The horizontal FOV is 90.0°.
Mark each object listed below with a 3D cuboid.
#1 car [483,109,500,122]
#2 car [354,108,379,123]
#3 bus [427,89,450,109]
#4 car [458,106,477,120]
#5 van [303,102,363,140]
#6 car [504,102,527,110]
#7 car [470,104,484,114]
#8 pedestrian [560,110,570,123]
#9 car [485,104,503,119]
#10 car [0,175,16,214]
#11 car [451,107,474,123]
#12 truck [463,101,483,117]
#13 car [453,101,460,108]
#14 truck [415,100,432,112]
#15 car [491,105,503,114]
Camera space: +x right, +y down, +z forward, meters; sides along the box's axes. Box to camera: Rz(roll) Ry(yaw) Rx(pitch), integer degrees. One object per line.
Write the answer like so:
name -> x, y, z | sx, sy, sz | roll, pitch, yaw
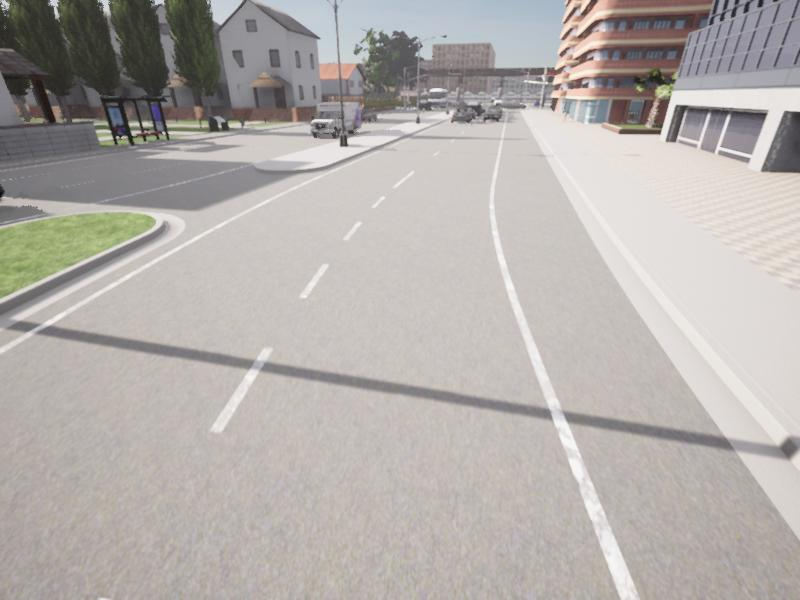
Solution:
car -> 11.716, -23.505, 51.006 | 1.895, 1.301, 4.718 | 6, 28, 12
car -> -4.129, -22.859, 49.517 | 1.816, 1.474, 4.193 | 6, 28, 12
bus -> 9.432, -49.047, 97.493 | 3.944, 4.253, 10.273 | 6, 28, 12
car -> 9.525, -26.239, 56.068 | 2.038, 1.542, 4.974 | 6, 28, 12
van -> -5.189, -14.626, 32.440 | 2.351, 2.431, 6.366 | 6, 28, 12
car -> 26.459, -44.445, 91.652 | 4.902, 1.511, 2.128 | 9, 28, 16
car -> 13.715, -34.045, 71.210 | 2.038, 1.542, 4.974 | 6, 28, 12
pedestrian -> 18.855, -20.982, 45.670 | 0.751, 1.300, 0.751 | 5, 28, 10
car -> 13.362, -26.786, 56.852 | 2.097, 1.767, 4.553 | 6, 28, 12
car -> -13.056, -2.381, 9.818 | 1.895, 1.301, 4.718 | 12, 30, 22
car -> 7.734, -22.979, 49.564 | 2.242, 1.667, 4.611 | 6, 28, 12
truck -> 11.615, -30.374, 63.497 | 2.390, 2.098, 6.274 | 6, 28, 12
car -> 14.689, -50.999, 104.386 | 1.812, 1.442, 4.674 | 3, 27, 6
truck -> 4.832, -39.779, 81.797 | 2.390, 2.098, 6.274 | 6, 28, 12
car -> 17.205, -33.706, 70.869 | 1.895, 1.301, 4.718 | 6, 28, 12
